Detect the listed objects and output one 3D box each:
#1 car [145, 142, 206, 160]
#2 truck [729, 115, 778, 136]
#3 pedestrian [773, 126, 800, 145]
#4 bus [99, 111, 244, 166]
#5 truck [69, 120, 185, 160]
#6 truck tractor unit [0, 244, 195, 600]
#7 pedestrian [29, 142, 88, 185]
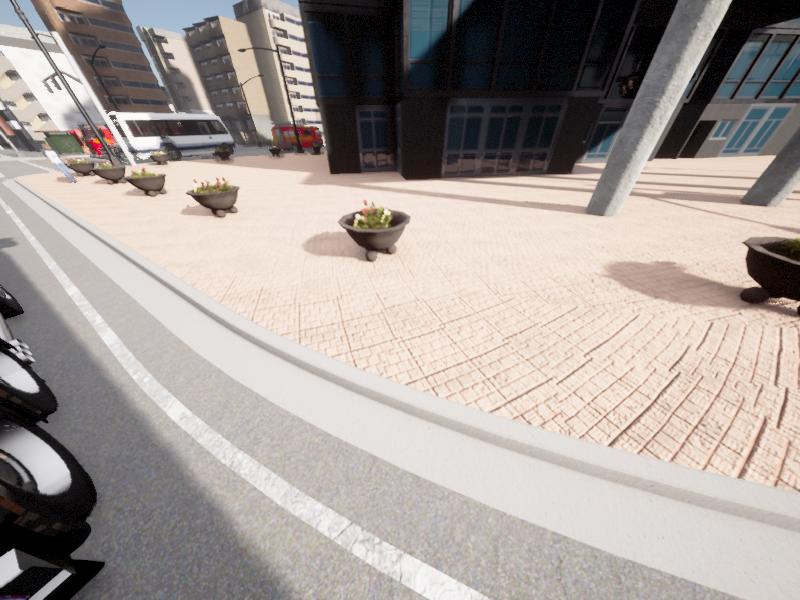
[{"bbox_3d":[-27.647,-18.619,28.716,2.033,1.649,4.856,20,41,26],"label":"car"},{"bbox_3d":[84.527,-41.849,55.507,2.891,3.827,8.468,21,41,27],"label":"truck"},{"bbox_3d":[47.238,-20.062,28.147,0.751,1.860,0.751,-4,36,-4],"label":"pedestrian"},{"bbox_3d":[-24.881,-18.534,26.336,3.944,4.253,10.273,19,42,25],"label":"bus"},{"bbox_3d":[-34.539,-20.762,29.899,2.891,3.827,8.468,19,41,25],"label":"truck"},{"bbox_3d":[-5.086,-0.327,0.795,6.516,4.208,3.053,20,41,25],"label":"truck tractor unit"},{"bbox_3d":[-17.783,-7.132,12.086,0.751,1.860,0.751,15,39,20],"label":"pedestrian"}]
